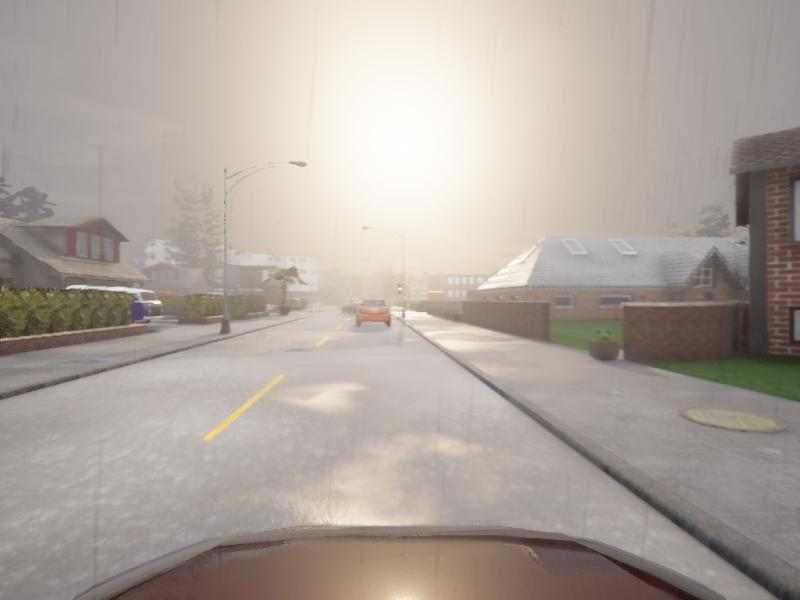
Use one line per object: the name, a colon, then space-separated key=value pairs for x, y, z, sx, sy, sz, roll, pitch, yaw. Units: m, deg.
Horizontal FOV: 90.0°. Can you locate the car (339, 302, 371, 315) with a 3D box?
car: x=-5.139 y=0.925 z=45.369 sx=1.994 sy=1.385 sz=4.181 roll=0 pitch=0 yaw=-31

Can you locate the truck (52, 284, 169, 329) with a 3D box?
truck: x=-15.082 y=0.322 z=21.065 sx=4.478 sy=2.038 sz=2.069 roll=3 pitch=0 yaw=-4

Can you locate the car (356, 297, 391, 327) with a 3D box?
car: x=-1.715 y=0.703 z=25.942 sx=2.097 sy=1.767 sz=4.553 roll=0 pitch=0 yaw=-4
